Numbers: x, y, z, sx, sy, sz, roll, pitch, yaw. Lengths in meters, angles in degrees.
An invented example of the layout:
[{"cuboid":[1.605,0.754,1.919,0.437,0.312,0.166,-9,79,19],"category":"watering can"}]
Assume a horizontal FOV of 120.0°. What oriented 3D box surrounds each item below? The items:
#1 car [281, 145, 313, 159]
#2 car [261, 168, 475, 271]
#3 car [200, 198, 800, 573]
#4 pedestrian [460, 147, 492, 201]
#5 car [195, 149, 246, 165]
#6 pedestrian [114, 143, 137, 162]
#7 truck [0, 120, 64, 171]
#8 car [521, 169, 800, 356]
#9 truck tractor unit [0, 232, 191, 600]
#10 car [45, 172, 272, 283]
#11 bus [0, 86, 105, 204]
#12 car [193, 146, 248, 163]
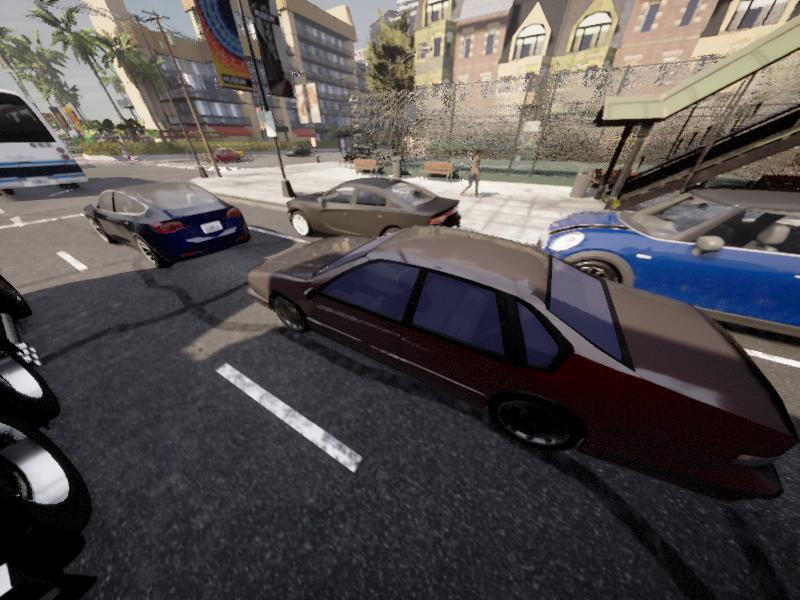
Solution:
[{"cuboid":[-15.811,-22.971,35.749,1.851,1.617,3.988,17,39,24],"category":"car"},{"cuboid":[-0.922,-2.447,6.188,5.008,1.535,2.097,17,39,24],"category":"car"},{"cuboid":[0.367,-0.077,2.894,5.357,1.411,2.033,18,39,24],"category":"car"},{"cuboid":[3.084,-5.181,9.503,0.751,1.860,0.751,21,40,27],"category":"pedestrian"},{"cuboid":[-21.358,-17.172,27.650,1.994,1.385,4.181,18,39,24],"category":"car"},{"cuboid":[-33.362,-17.954,28.112,0.751,1.860,0.751,6,35,9],"category":"pedestrian"},{"cuboid":[-39.336,-14.668,22.010,8.468,3.827,2.891,2,35,3],"category":"truck"},{"cuboid":[4.740,-0.831,3.608,4.553,1.767,2.185,17,39,24],"category":"car"},{"cuboid":[-5.056,-0.352,0.856,6.516,4.208,3.053,21,40,27],"category":"truck tractor unit"},{"cuboid":[-5.987,-2.141,5.830,4.792,1.488,2.163,18,39,24],"category":"car"},{"cuboid":[-21.959,-8.301,12.373,10.273,4.253,3.944,18,39,24],"category":"bus"},{"cuboid":[-23.427,-19.243,30.458,1.801,1.575,5.366,18,39,24],"category":"car"}]
